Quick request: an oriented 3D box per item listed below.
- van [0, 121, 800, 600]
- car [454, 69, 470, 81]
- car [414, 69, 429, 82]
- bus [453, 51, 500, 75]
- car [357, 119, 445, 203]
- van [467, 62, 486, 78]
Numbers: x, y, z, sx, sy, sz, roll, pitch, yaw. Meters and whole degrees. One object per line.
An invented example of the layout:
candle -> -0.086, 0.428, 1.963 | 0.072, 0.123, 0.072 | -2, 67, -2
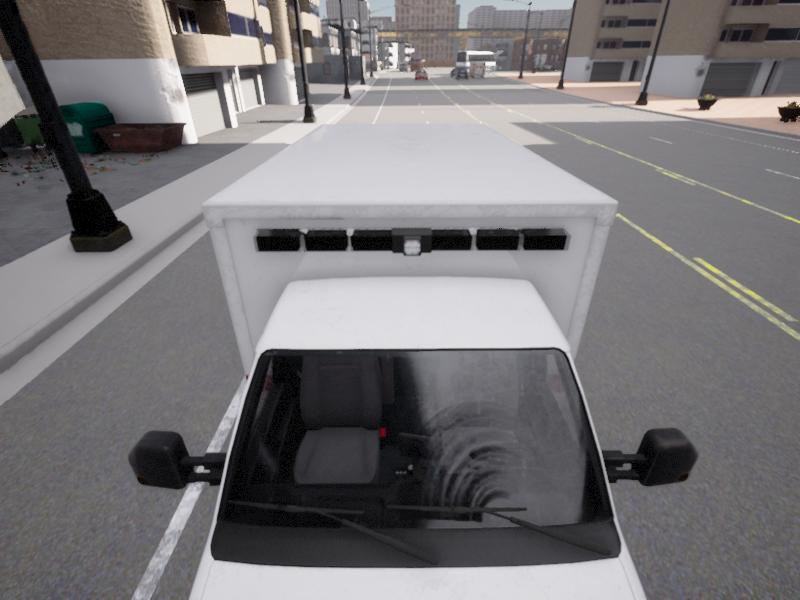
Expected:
van -> 0.054, 0.034, 3.625 | 2.351, 2.431, 6.366 | 0, 29, 0
car -> 10.607, -38.730, 68.829 | 2.128, 1.511, 4.902 | 0, 32, 0
car -> 3.606, -38.030, 67.746 | 2.242, 1.667, 4.611 | 0, 32, 0
bus -> 16.766, -51.960, 87.548 | 10.273, 4.253, 3.944 | -23, 38, -33
car -> 0.029, -4.423, 12.228 | 2.128, 1.511, 4.902 | 0, 30, 0
van -> 14.111, -42.608, 74.052 | 2.351, 2.431, 6.366 | 0, 32, 0
